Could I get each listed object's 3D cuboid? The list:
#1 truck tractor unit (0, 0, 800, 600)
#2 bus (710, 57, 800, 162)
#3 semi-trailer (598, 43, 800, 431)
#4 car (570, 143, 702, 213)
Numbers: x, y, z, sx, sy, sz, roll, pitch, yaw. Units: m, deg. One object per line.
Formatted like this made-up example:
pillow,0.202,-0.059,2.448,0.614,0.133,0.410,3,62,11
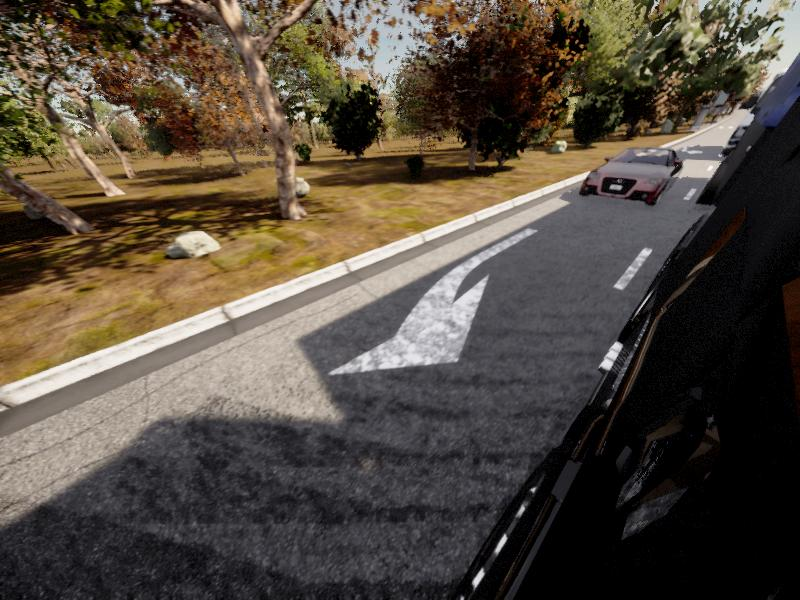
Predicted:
truck tractor unit,2.645,-0.295,0.352,6.516,4.208,3.053,-28,44,-30
bus,24.142,-11.595,14.267,10.273,4.253,3.944,-28,44,-30
semi-trailer,8.697,-3.597,4.243,14.254,4.402,2.717,-28,44,-30
car,7.940,-4.304,7.764,4.181,1.385,1.994,-28,44,-30
